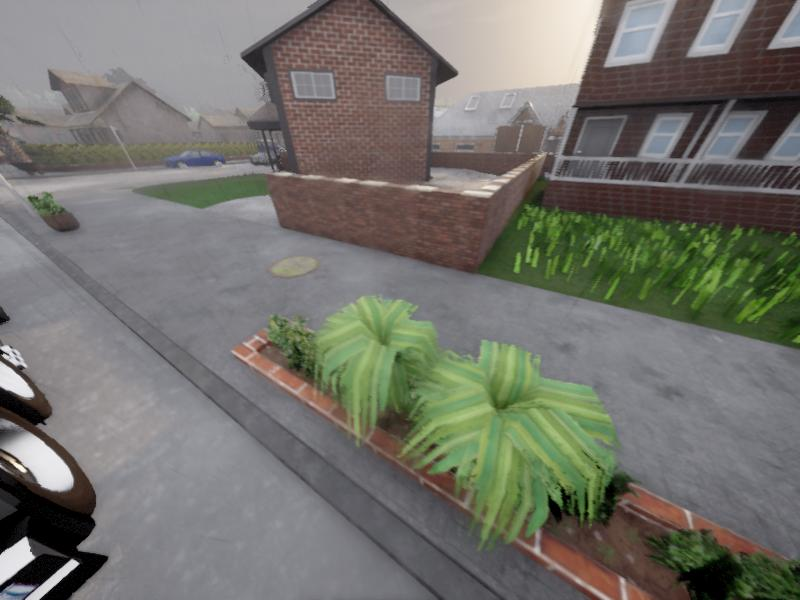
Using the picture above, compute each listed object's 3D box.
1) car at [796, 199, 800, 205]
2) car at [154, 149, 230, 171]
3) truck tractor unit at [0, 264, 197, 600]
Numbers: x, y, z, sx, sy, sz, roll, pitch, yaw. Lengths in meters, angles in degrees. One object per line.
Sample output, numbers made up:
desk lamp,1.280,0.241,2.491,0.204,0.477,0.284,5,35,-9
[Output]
car,15.337,-3.195,6.235,3.866,1.878,1.905,18,39,24
car,-19.848,-13.640,22.375,1.882,1.535,5.008,18,39,25
truck tractor unit,-5.113,-0.299,0.782,6.516,4.208,3.053,18,39,24
